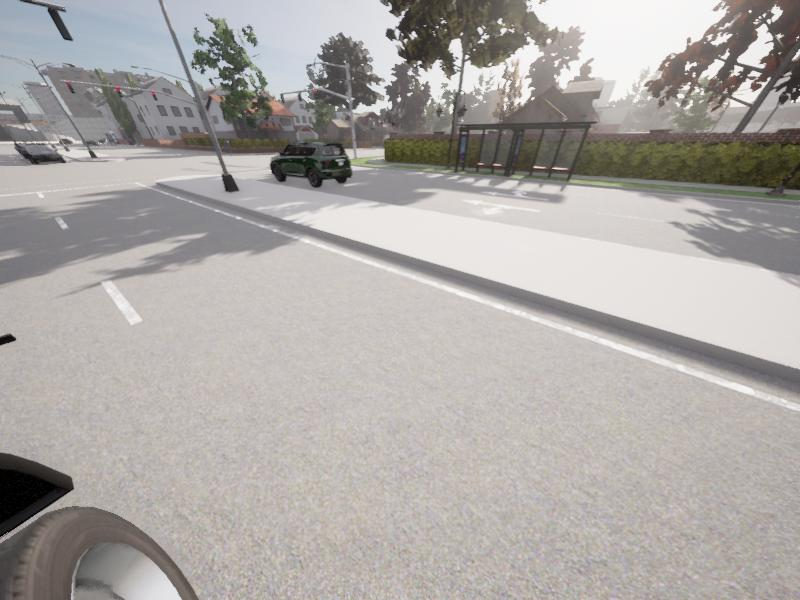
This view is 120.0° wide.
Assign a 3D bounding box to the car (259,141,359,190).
[{"bbox_3d":[-5.273,-7.926,13.353,5.566,2.045,2.150,22,41,28],"label":"car"}]

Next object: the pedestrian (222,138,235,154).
[{"bbox_3d":[-24.997,-22.450,33.699,0.751,1.860,0.751,-29,45,-35],"label":"pedestrian"}]

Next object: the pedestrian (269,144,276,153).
[{"bbox_3d":[-20.285,-24.159,36.819,0.500,1.100,0.500,20,40,26],"label":"pedestrian"}]

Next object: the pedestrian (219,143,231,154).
[{"bbox_3d":[-25.607,-22.220,33.853,0.751,1.300,0.751,0,35,-1],"label":"pedestrian"}]

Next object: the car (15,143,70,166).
[{"bbox_3d":[-34.081,-13.918,22.009,5.238,1.638,1.930,21,40,27],"label":"car"}]

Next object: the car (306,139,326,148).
[{"bbox_3d":[-18.438,-34.372,50.704,3.806,1.475,1.970,22,41,28],"label":"car"}]

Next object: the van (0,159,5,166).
[{"bbox_3d":[-38.191,-13.230,20.656,4.480,2.038,2.069,22,41,28],"label":"van"}]

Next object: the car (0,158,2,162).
[{"bbox_3d":[-44.163,-15.596,24.113,4.605,1.855,1.932,22,41,28],"label":"car"}]

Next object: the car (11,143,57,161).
[{"bbox_3d":[-41.885,-16.965,26.419,4.792,1.488,2.163,22,41,28],"label":"car"}]

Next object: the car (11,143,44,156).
[{"bbox_3d":[-52.490,-21.205,32.523,4.718,1.301,1.895,22,41,28],"label":"car"}]
